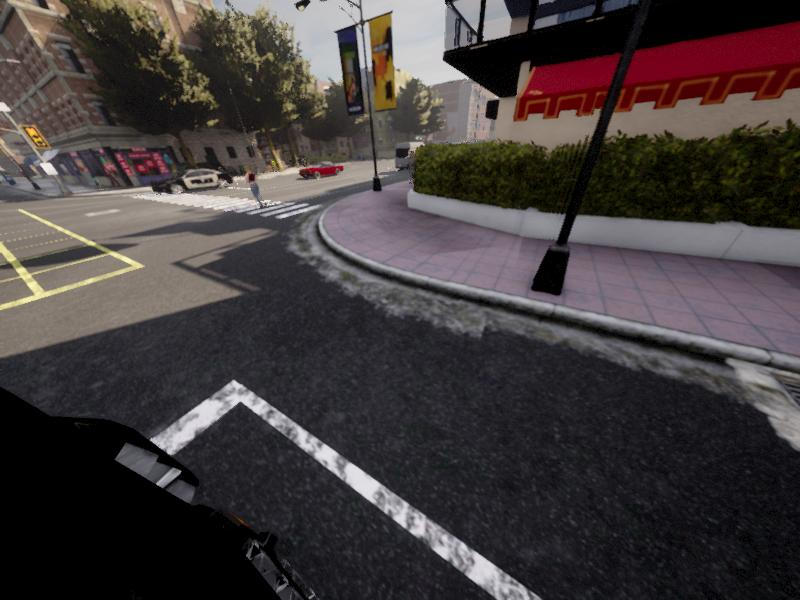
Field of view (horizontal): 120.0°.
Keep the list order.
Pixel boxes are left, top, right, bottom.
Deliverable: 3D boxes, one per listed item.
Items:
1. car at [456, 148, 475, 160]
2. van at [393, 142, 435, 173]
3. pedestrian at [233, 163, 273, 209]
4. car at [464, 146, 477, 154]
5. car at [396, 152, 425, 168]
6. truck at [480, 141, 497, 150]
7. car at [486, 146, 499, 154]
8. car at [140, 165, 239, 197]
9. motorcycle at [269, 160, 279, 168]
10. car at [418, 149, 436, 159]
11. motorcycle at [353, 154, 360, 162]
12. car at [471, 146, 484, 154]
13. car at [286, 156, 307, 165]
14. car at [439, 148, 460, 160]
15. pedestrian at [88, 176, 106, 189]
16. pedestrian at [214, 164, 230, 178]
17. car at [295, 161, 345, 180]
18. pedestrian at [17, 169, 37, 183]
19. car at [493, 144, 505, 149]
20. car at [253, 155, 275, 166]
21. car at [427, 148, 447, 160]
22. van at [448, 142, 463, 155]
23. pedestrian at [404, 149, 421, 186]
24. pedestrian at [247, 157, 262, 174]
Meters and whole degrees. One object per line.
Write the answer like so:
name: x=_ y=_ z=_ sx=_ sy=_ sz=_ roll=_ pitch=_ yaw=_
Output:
car: x=11.151 y=-24.794 z=39.223 sx=1.816 sy=1.474 sz=4.193 roll=16 pitch=38 yaw=26
van: x=1.700 y=-15.720 z=25.314 sx=1.988 sy=2.561 sz=5.915 roll=15 pitch=38 yaw=26
pedestrian: x=-6.949 y=-5.417 z=11.020 sx=0.751 sy=1.860 sz=0.751 roll=13 pitch=37 yaw=23
car: x=19.028 y=-40.512 z=62.370 sx=2.128 sy=1.511 sz=4.902 roll=15 pitch=38 yaw=26
car: x=1.555 y=-19.022 z=31.267 sx=1.837 sy=1.490 sz=4.892 roll=15 pitch=38 yaw=26
truck: x=33.482 y=-58.312 z=87.161 sx=5.204 sy=2.467 sz=2.627 roll=16 pitch=38 yaw=26
car: x=21.910 y=-35.622 z=54.716 sx=1.970 sy=1.475 sz=3.806 roll=15 pitch=38 yaw=26
car: x=-16.184 y=-9.471 z=18.152 sx=1.930 sy=1.638 sz=5.238 roll=21 pitch=40 yaw=31
motorcycle: x=-22.962 y=-24.825 z=42.087 sx=0.803 sy=1.145 sz=2.033 roll=6 pitch=33 yaw=-4
car: x=5.835 y=-31.082 z=49.153 sx=1.837 sy=1.490 sz=4.892 roll=16 pitch=38 yaw=26
motorcycle: x=-9.578 y=-31.165 z=50.501 sx=0.764 sy=1.277 sz=2.356 roll=-11 pitch=33 yaw=7
car: x=18.946 y=-36.585 z=56.311 sx=1.851 sy=1.617 sz=3.988 roll=15 pitch=38 yaw=26
car: x=-23.043 y=-30.965 z=51.249 sx=3.988 sy=1.617 sz=1.851 roll=16 pitch=38 yaw=26
car: x=8.998 y=-26.539 z=41.992 sx=2.038 sy=1.542 sz=4.974 roll=16 pitch=38 yaw=26
pedestrian: x=-28.527 y=-11.060 z=21.743 sx=0.500 sy=1.100 sz=0.500 roll=15 pitch=38 yaw=26
pedestrian: x=-20.380 y=-14.732 z=26.443 sx=0.751 sy=1.300 sz=0.751 roll=15 pitch=37 yaw=25
car: x=-7.966 y=-13.241 z=23.490 sx=1.895 sy=1.301 sz=4.718 roll=15 pitch=38 yaw=26
pedestrian: x=-58.603 y=-19.507 z=36.302 sx=0.751 sy=1.860 sz=0.751 roll=8 pitch=35 yaw=17
car: x=37.833 y=-58.870 z=88.627 sx=3.806 sy=1.475 sz=1.970 roll=16 pitch=38 yaw=26
car: x=-33.161 y=-33.908 z=56.271 sx=4.605 sy=1.855 sz=1.932 roll=14 pitch=37 yaw=27
car: x=7.294 y=-28.728 z=45.391 sx=1.801 sy=1.575 sz=5.366 roll=16 pitch=38 yaw=26
van: x=14.861 y=-40.719 z=61.993 sx=1.988 sy=2.561 sz=5.915 roll=15 pitch=38 yaw=26
pedestrian: x=0.772 y=-8.048 z=14.086 sx=0.751 sy=1.860 sz=0.751 roll=12 pitch=36 yaw=22
pedestrian: x=-18.526 y=-17.185 z=29.492 sx=0.751 sy=1.860 sz=0.751 roll=12 pitch=36 yaw=22
